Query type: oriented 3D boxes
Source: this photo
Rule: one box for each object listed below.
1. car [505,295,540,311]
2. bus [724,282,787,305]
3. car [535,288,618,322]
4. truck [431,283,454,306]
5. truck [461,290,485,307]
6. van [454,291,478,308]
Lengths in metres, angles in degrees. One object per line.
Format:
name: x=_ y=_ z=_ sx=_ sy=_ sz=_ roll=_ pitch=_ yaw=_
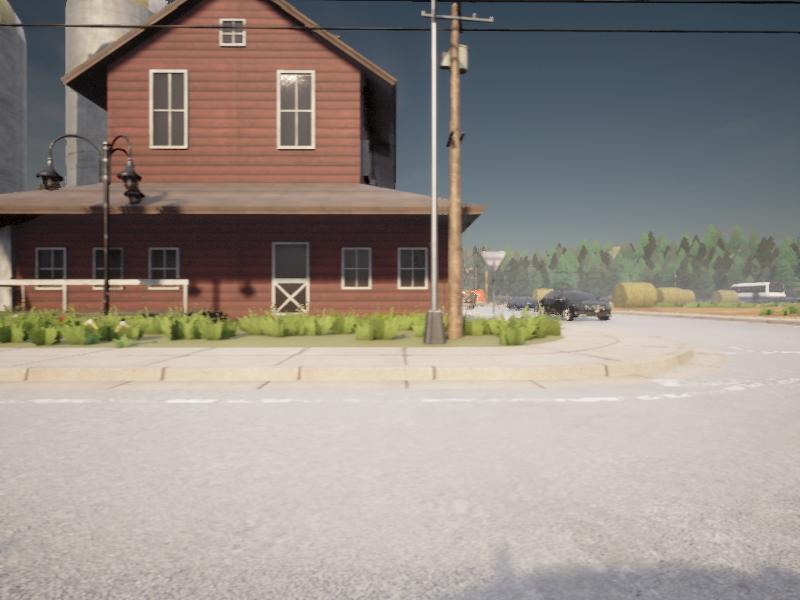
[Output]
car: x=11.542 y=0.268 z=37.918 sx=1.994 sy=1.385 sz=4.181 roll=0 pitch=0 yaw=-1
bus: x=71.186 y=-1.253 z=80.529 sx=3.944 sy=4.253 sz=10.273 roll=0 pitch=0 yaw=3
car: x=8.417 y=0.209 z=19.621 sx=1.837 sy=1.490 sz=4.892 roll=0 pitch=0 yaw=-1
truck: x=7.371 y=-0.960 z=70.243 sx=2.891 sy=3.827 sz=8.468 roll=0 pitch=0 yaw=-1
truck: x=11.075 y=-0.276 z=60.891 sx=2.627 sy=2.467 sz=5.204 roll=0 pitch=0 yaw=-1
van: x=7.840 y=-0.070 z=47.969 sx=2.069 sy=2.038 sz=4.480 roll=0 pitch=0 yaw=-1
